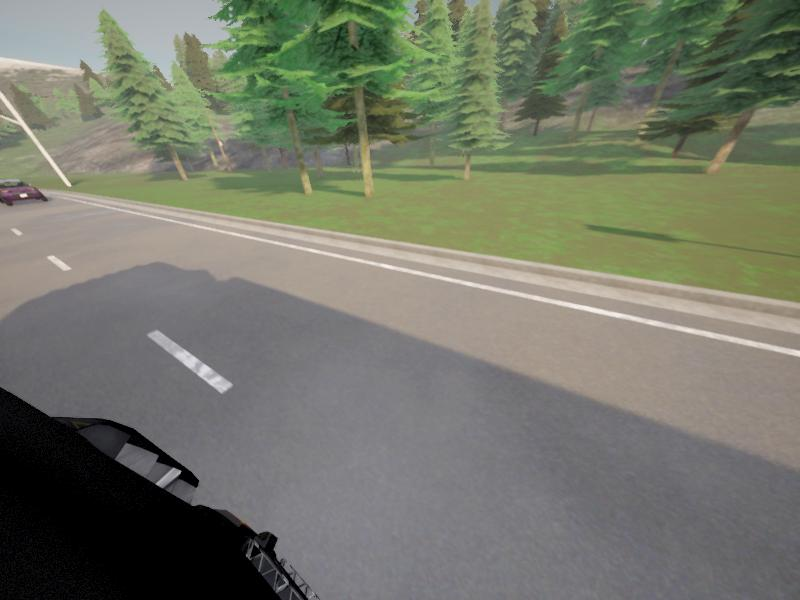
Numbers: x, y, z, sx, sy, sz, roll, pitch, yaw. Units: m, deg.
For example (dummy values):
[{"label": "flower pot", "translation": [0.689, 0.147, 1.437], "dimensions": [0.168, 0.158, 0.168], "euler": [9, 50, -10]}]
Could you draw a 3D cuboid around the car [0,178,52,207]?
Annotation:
[{"label": "car", "translation": [-27.315, -7.732, 16.428], "dimensions": [4.193, 1.474, 1.816], "euler": [15, 37, 25]}]
